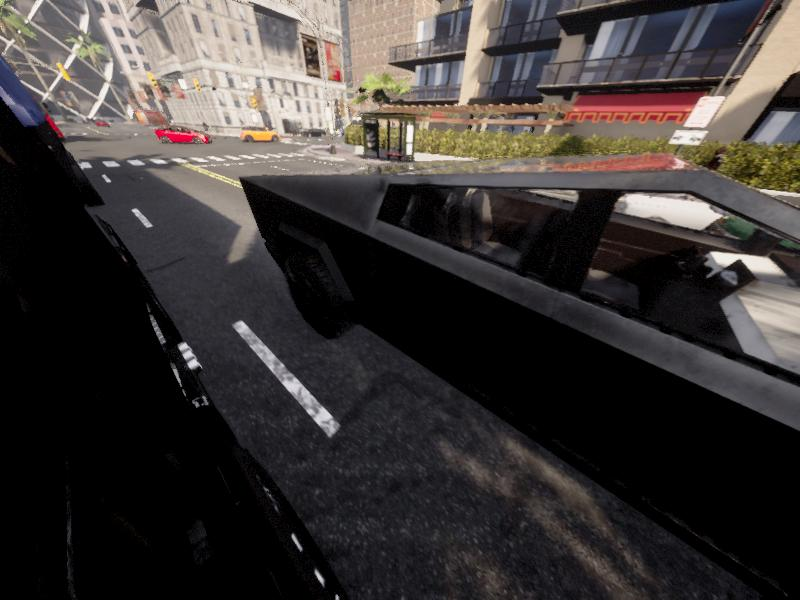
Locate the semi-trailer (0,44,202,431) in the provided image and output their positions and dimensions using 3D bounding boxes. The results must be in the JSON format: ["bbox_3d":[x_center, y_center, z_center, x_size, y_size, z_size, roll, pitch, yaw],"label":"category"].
[{"bbox_3d":[-8.703,-3.584,4.248,14.254,4.402,2.717,28,44,30],"label":"semi-trailer"}]

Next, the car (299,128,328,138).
[{"bbox_3d":[-16.671,-32.277,44.584,1.837,1.490,4.892,28,44,30],"label":"car"}]

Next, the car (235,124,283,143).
[{"bbox_3d":[-17.873,-21.205,29.473,4.553,1.767,2.097,-27,46,-33],"label":"car"}]

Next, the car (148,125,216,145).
[{"bbox_3d":[-22.497,-17.174,24.048,4.514,1.525,2.007,-6,38,-11],"label":"car"}]

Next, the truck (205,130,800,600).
[{"bbox_3d":[1.164,-0.135,2.139,6.274,2.098,2.390,28,44,30],"label":"truck"}]

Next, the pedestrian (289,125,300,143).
[{"bbox_3d":[-14.200,-22.243,30.970,0.751,1.860,0.751,-25,45,-32],"label":"pedestrian"}]

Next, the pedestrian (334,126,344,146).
[{"bbox_3d":[-7.230,-19.495,27.437,0.751,1.860,0.751,-11,39,-18],"label":"pedestrian"}]

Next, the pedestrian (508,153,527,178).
[{"bbox_3d":[6.429,-7.385,12.663,0.500,1.100,0.500,31,45,32],"label":"pedestrian"}]

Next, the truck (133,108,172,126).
[{"bbox_3d":[-71.327,-52.715,66.862,2.891,3.827,8.468,-5,37,-10],"label":"truck"}]

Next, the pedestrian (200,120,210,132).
[{"bbox_3d":[-36.562,-32.644,43.351,0.751,1.860,0.751,29,44,31],"label":"pedestrian"}]

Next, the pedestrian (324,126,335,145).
[{"bbox_3d":[-8.333,-19.513,27.399,0.751,1.860,0.751,23,41,25],"label":"pedestrian"}]

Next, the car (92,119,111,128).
[{"bbox_3d":[-65.113,-38.629,50.442,1.994,1.385,4.181,-29,47,-34],"label":"car"}]

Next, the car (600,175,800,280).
[{"bbox_3d":[7.875,-1.732,5.321,4.718,1.301,1.895,28,44,30],"label":"car"}]

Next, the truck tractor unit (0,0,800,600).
[{"bbox_3d":[-2.645,-0.295,0.351,6.516,4.208,3.053,28,44,30],"label":"truck tractor unit"}]

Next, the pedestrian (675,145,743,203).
[{"bbox_3d":[12.030,-4.958,9.100,0.751,1.860,0.751,31,45,33],"label":"pedestrian"}]

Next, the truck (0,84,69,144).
[{"bbox_3d":[-34.379,-16.971,21.187,8.468,3.827,2.891,28,44,30],"label":"truck"}]

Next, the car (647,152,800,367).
[{"bbox_3d":[6.705,0.088,2.195,5.566,2.045,2.150,27,43,29],"label":"car"}]

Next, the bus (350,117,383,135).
[{"bbox_3d":[-10.629,-55.393,73.508,10.273,4.253,3.944,28,44,29],"label":"bus"}]
